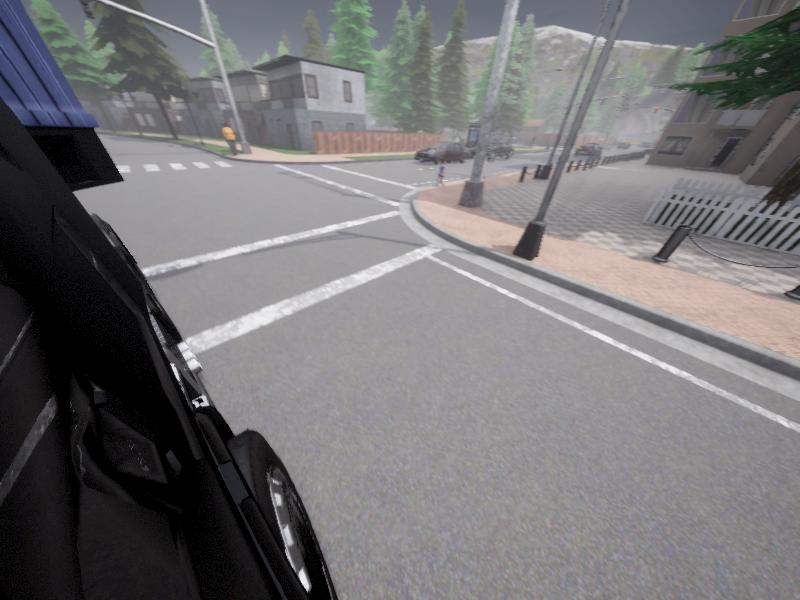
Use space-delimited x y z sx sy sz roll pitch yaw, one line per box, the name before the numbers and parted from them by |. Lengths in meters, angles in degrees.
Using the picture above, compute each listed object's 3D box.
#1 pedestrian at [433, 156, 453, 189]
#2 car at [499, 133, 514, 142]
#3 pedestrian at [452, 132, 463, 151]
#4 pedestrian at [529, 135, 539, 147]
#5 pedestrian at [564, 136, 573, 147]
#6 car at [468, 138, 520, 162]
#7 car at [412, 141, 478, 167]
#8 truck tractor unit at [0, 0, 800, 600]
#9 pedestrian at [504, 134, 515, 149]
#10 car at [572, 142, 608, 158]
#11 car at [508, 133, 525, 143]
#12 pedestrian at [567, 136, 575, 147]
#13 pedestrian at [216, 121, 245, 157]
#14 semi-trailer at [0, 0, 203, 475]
pedestrian | 1.789 -5.347 9.692 0.500 1.100 0.500 -24 44 -31
car | 28.670 -43.662 62.089 3.866 1.878 1.905 -28 46 -34
pedestrian | 6.757 -18.750 27.319 0.751 1.860 0.751 22 41 24
pedestrian | 24.592 -29.218 42.430 0.751 1.860 0.751 -10 39 -17
pedestrian | 36.898 -34.812 50.701 0.751 1.860 0.751 11 37 10
car | 9.093 -14.545 22.326 5.027 1.651 2.152 -26 46 -33
car | 3.639 -11.741 18.422 5.357 1.411 2.033 -26 46 -33
truck tractor unit | -2.645 -0.295 0.351 6.516 4.208 3.053 28 44 30
pedestrian | 16.213 -23.422 34.167 0.751 1.860 0.751 -29 47 -35
car | 24.643 -19.456 29.953 4.974 1.542 2.038 -26 45 -33
car | 30.660 -42.656 60.863 4.605 1.855 1.932 -28 46 -34
pedestrian | 37.358 -34.570 50.406 0.751 1.860 0.751 18 39 20
pedestrian | -11.049 -10.460 15.072 0.751 1.860 0.751 27 43 29
semi-trailer | -10.073 -1.007 0.647 14.254 4.402 2.717 -1 36 -6
